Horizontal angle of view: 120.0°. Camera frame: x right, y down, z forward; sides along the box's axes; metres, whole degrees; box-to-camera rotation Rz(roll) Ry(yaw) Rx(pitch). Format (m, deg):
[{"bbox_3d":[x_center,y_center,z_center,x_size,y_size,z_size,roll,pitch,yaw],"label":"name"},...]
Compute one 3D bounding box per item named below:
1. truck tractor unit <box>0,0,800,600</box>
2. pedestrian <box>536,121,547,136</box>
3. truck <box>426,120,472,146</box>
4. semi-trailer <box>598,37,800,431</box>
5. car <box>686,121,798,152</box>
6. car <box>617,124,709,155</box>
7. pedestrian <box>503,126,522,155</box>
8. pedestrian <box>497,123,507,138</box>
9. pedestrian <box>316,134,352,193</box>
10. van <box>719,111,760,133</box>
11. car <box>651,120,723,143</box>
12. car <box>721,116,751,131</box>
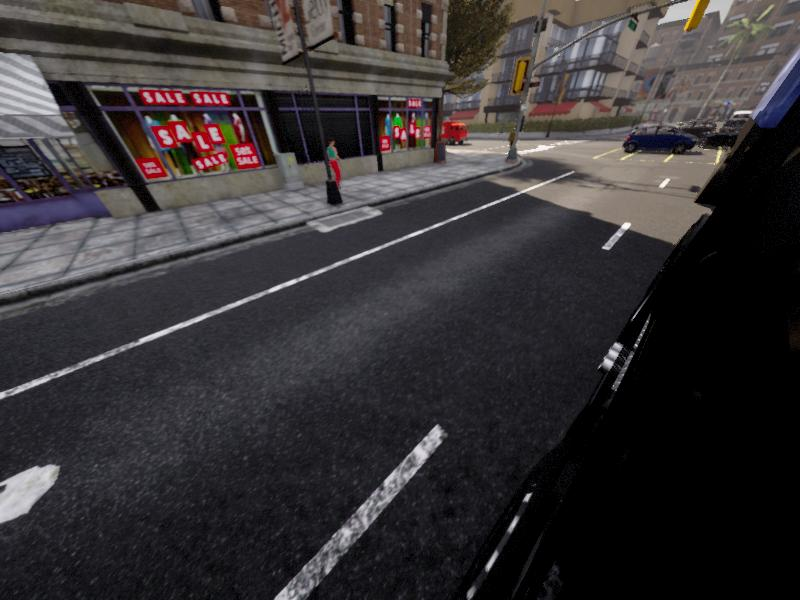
[{"bbox_3d":[2.645,-0.295,0.351,6.516,4.208,3.053,-28,44,-30],"label":"truck tractor unit"},{"bbox_3d":[21.903,-26.627,35.830,0.751,1.860,0.751,-32,46,-33],"label":"pedestrian"},{"bbox_3d":[6.292,-21.829,30.238,2.627,2.467,5.204,-30,45,-32],"label":"truck"},{"bbox_3d":[8.663,-3.636,4.251,14.254,4.402,2.717,-29,44,-30],"label":"semi-trailer"},{"bbox_3d":[22.964,-11.190,15.783,1.845,1.501,3.633,-7,37,-6],"label":"car"},{"bbox_3d":[17.921,-11.065,15.925,1.789,1.549,3.705,-30,45,-31],"label":"car"},{"bbox_3d":[8.773,-12.451,18.064,0.751,1.860,0.751,21,43,29],"label":"pedestrian"},{"bbox_3d":[16.034,-26.741,36.360,0.751,1.860,0.751,-27,43,-29],"label":"pedestrian"},{"bbox_3d":[-2.565,-5.351,9.093,0.751,1.860,0.751,-30,45,-32],"label":"pedestrian"},{"bbox_3d":[42.259,-22.289,28.888,4.480,2.038,2.069,-30,45,-31],"label":"van"},{"bbox_3d":[26.019,-15.339,21.093,1.789,1.549,3.705,-30,45,-31],"label":"car"},{"bbox_3d":[47.064,-24.807,32.426,4.674,1.442,1.812,-30,45,-31],"label":"car"}]
